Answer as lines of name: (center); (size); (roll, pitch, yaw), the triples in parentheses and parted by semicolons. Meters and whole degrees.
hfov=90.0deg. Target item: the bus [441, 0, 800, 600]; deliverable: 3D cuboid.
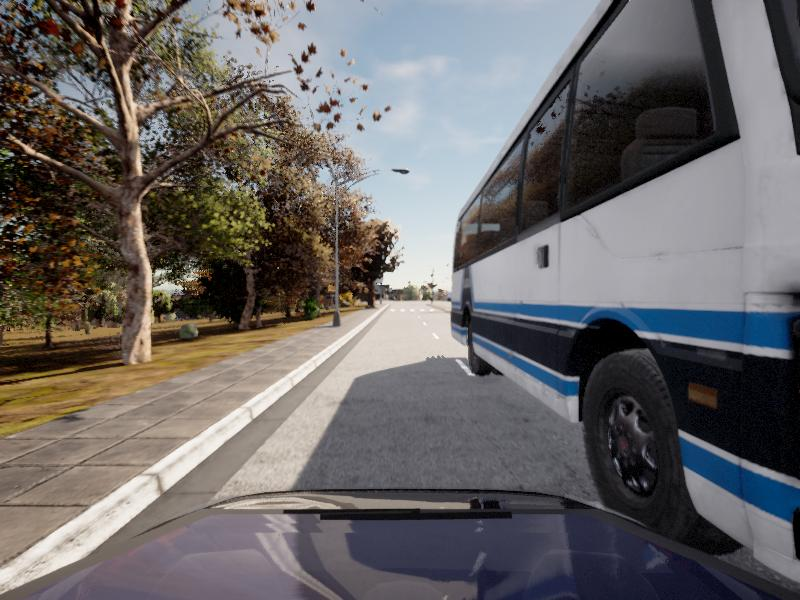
bus: (3.121, -0.546, 6.118); (3.944, 4.253, 10.273); (0, 0, 0)
